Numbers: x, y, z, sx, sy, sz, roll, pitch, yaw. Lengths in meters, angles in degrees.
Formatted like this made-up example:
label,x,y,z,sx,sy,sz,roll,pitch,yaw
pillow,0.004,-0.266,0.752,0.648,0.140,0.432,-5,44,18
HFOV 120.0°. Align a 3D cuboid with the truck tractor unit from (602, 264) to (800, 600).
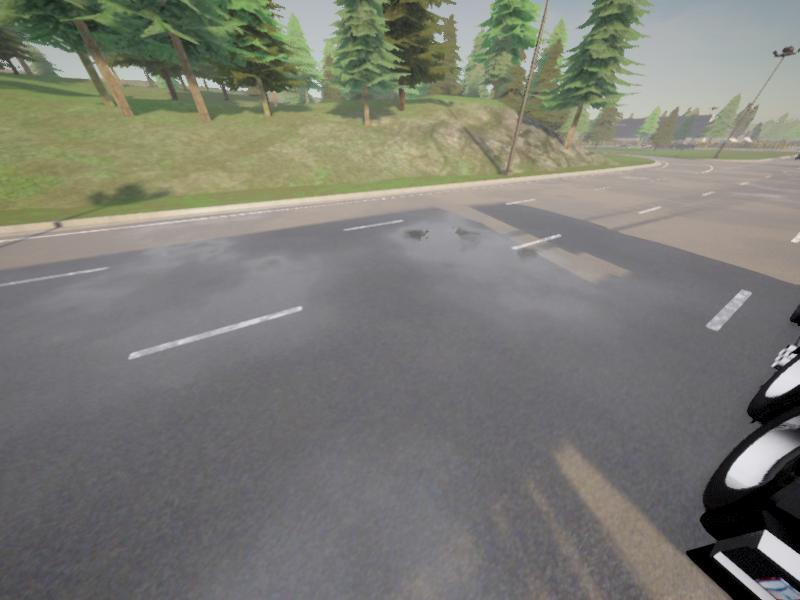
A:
label,x,y,z,sx,sy,sz,roll,pitch,yaw
truck tractor unit,5.112,-0.299,0.786,6.516,4.208,3.053,-18,39,-24
